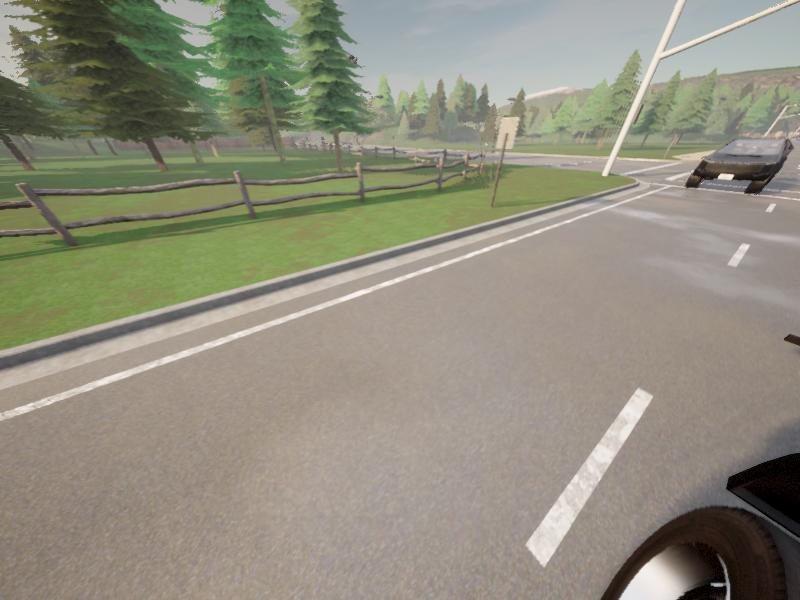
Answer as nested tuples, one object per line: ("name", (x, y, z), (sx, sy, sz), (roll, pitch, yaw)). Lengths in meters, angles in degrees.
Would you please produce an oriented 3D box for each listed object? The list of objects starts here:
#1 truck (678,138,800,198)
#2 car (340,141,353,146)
("truck", (17.260, -6.852, 11.619), (6.274, 2.098, 2.390), (-22, 40, -27))
("car", (-19.527, -57.302, 84.371), (4.902, 1.511, 2.128), (28, 44, 35))
